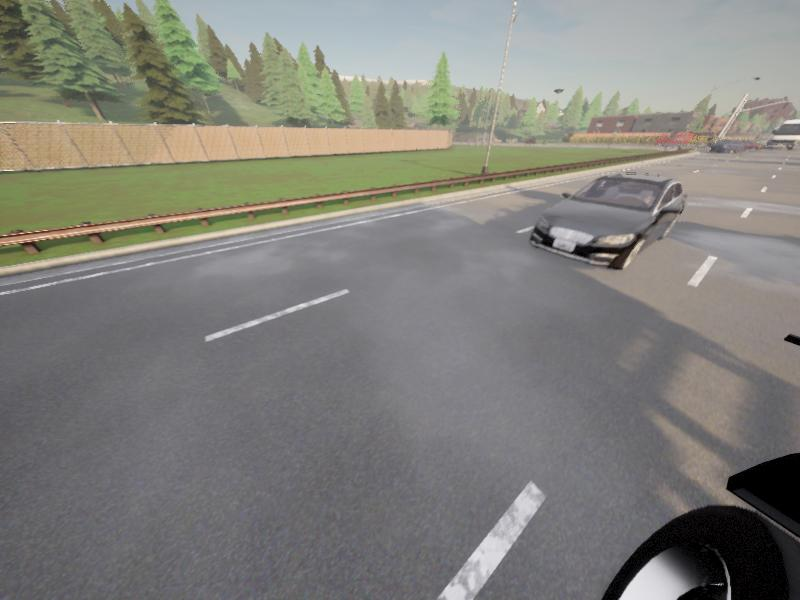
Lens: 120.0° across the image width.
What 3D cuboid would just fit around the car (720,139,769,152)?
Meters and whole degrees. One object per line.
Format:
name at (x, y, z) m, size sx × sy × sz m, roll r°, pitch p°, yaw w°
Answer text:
car at (55.480, -24.924, 37.264) m, size 1.851 × 1.617 × 3.988 m, roll -22°, pitch 40°, yaw -27°

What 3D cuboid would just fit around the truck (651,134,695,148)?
truck at (58.684, -34.333, 49.807) m, size 2.627 × 2.467 × 5.204 m, roll -22°, pitch 40°, yaw -27°

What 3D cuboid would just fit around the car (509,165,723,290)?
car at (5.205, -2.131, 5.560) m, size 4.902 × 1.511 × 2.128 m, roll -23°, pitch 41°, yaw -28°

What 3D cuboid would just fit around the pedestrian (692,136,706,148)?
pedestrian at (58.010, -30.647, 44.818) m, size 0.751 × 1.860 × 0.751 m, roll -18°, pitch 39°, yaw -23°

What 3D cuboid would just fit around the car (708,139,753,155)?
car at (46.958, -21.988, 33.029) m, size 2.097 × 1.767 × 4.553 m, roll 20°, pitch 40°, yaw 27°

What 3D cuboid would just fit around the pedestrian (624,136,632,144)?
pedestrian at (64.799, -45.443, 65.703) m, size 0.751 × 1.860 × 0.751 m, roll -22°, pitch 41°, yaw -27°

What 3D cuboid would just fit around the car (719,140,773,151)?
car at (58.252, -26.127, 39.050) m, size 2.163 × 1.488 × 4.792 m, roll -22°, pitch 40°, yaw -27°

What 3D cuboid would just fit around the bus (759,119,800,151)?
bus at (69.225, -29.253, 40.969) m, size 10.273 × 4.253 × 3.944 m, roll -22°, pitch 41°, yaw -28°

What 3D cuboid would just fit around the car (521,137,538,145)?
car at (42.008, -51.667, 75.017) m, size 1.905 × 1.878 × 3.866 m, roll -22°, pitch 41°, yaw -28°

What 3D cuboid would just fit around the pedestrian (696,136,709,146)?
pedestrian at (68.497, -35.975, 52.234) m, size 0.751 × 1.860 × 0.751 m, roll 0°, pitch 35°, yaw 1°
